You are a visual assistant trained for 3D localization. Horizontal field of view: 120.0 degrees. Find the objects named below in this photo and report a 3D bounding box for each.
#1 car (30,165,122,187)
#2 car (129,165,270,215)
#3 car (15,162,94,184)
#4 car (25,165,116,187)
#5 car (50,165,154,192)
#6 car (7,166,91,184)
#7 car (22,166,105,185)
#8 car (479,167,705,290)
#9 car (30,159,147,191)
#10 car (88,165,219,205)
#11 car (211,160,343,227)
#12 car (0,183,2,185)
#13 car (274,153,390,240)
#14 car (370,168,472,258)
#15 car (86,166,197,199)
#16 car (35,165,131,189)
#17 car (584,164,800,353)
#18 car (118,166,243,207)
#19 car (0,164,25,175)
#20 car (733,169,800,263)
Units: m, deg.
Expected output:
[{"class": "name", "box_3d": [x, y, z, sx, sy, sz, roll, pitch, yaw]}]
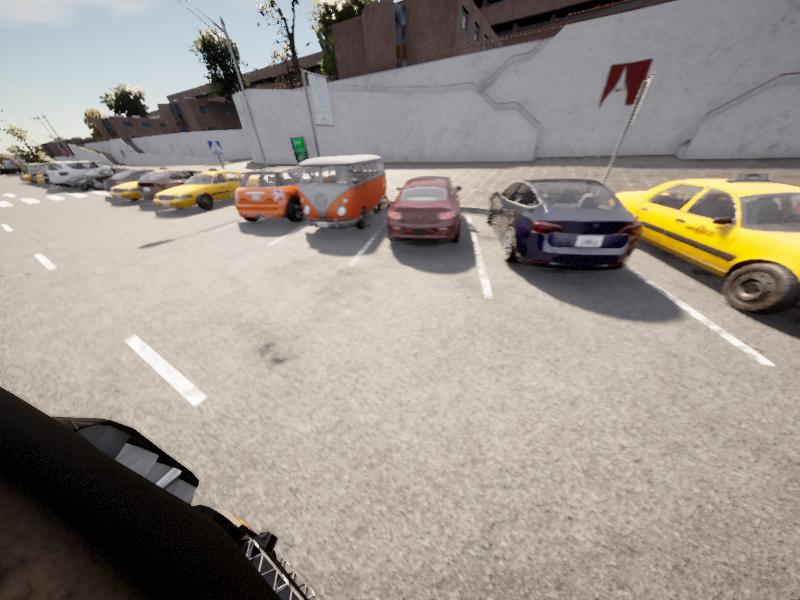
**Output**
[{"class": "car", "box_3d": [-32.746, -12.717, 23.632, 2.231, 1.521, 4.892, 4, 34, 10]}, {"class": "car", "box_3d": [-9.547, -5.840, 11.862, 1.946, 1.575, 5.366, 5, 34, 9]}, {"class": "car", "box_3d": [-40.508, -15.078, 27.309, 1.878, 1.987, 4.442, 4, 34, 9]}, {"class": "car", "box_3d": [-35.292, -13.569, 25.084, 1.946, 1.575, 5.366, 4, 33, 10]}, {"class": "car", "box_3d": [-24.993, -10.480, 19.757, 2.231, 1.521, 4.892, 4, 34, 9]}, {"class": "car", "box_3d": [-43.092, -15.598, 28.673, 1.946, 1.575, 5.366, 4, 34, 9]}, {"class": "car", "box_3d": [-37.900, -14.200, 26.272, 2.163, 1.488, 4.792, 4, 34, 10]}, {"class": "car", "box_3d": [3.397, -2.160, 5.598, 2.163, 1.488, 4.792, 4, 34, 10]}, {"class": "car", "box_3d": [-27.590, -11.454, 20.932, 2.435, 2.045, 5.566, 4, 34, 9]}, {"class": "car", "box_3d": [-14.710, -7.361, 14.436, 1.946, 1.575, 5.366, 4, 34, 9]}, {"class": "car", "box_3d": [-4.364, -4.510, 9.346, 2.185, 1.767, 4.553, 4, 34, 9]}, {"class": "car", "box_3d": [-48.704, -14.076, 26.793, 3.633, 1.501, 1.845, 16, 38, 26]}, {"class": "car", "box_3d": [-1.787, -3.790, 7.925, 1.878, 1.987, 4.442, 4, 34, 9]}, {"class": "car", "box_3d": [0.810, -2.882, 6.871, 2.002, 1.452, 4.674, 4, 34, 10]}, {"class": "car", "box_3d": [-17.262, -8.182, 15.898, 2.002, 1.452, 4.674, 4, 34, 9]}, {"class": "car", "box_3d": [-30.157, -11.977, 22.343, 2.097, 1.535, 5.008, 4, 34, 9]}, {"class": "car", "box_3d": [5.951, -1.329, 4.099, 1.946, 1.575, 5.366, 4, 34, 9]}, {"class": "car", "box_3d": [-12.096, -6.691, 13.344, 2.163, 1.488, 4.792, 4, 34, 9]}, {"class": "car", "box_3d": [-88.325, -28.903, 51.330, 1.878, 1.987, 4.442, 3, 33, 10]}, {"class": "car", "box_3d": [8.557, -0.648, 2.944, 2.163, 1.488, 4.792, 4, 34, 9]}]
